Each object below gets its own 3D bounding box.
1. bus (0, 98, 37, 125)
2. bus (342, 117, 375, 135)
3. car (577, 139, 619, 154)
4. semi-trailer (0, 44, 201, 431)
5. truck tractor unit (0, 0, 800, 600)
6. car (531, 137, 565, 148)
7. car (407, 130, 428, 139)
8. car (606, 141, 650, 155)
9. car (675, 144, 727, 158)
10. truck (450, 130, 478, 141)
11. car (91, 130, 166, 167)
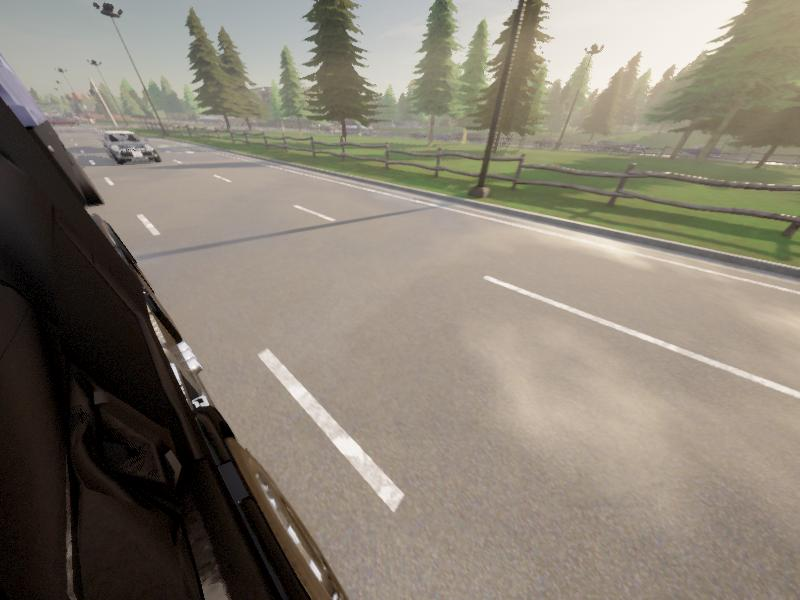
[{"bbox_3d":[-84.442,-41.084,50.401,10.273,4.253,3.944,28,44,30],"label":"bus"},{"bbox_3d":[-12.807,-53.482,71.012,10.273,4.253,3.944,28,44,30],"label":"bus"},{"bbox_3d":[32.675,-25.459,38.214,4.856,1.649,2.033,28,44,30],"label":"car"},{"bbox_3d":[-8.700,-3.583,4.255,14.254,4.402,2.717,28,44,30],"label":"semi-trailer"},{"bbox_3d":[-2.645,-0.295,0.351,6.516,4.208,3.053,28,44,30],"label":"truck tractor unit"},{"bbox_3d":[30.187,-32.283,47.205,5.238,1.638,1.930,28,44,30],"label":"car"},{"bbox_3d":[4.544,-43.238,60.445,5.238,1.638,1.930,28,44,30],"label":"car"},{"bbox_3d":[37.834,-25.413,38.514,4.974,1.542,2.038,28,44,31],"label":"car"},{"bbox_3d":[49.514,-24.661,38.163,5.008,1.535,1.882,28,44,30],"label":"car"},{"bbox_3d":[16.508,-42.526,59.773,6.274,2.098,2.390,28,44,30],"label":"truck"},{"bbox_3d":[-15.688,-8.829,13.357,3.806,1.475,1.970,28,44,30],"label":"car"}]
